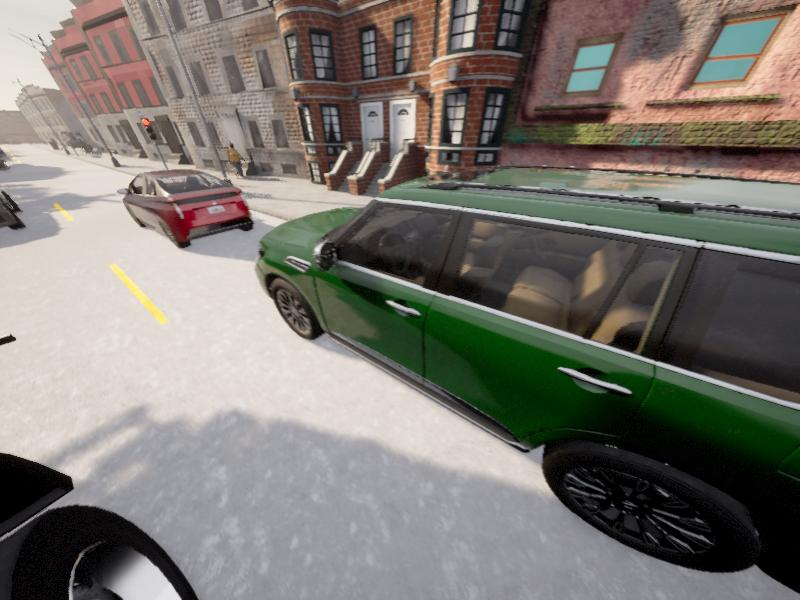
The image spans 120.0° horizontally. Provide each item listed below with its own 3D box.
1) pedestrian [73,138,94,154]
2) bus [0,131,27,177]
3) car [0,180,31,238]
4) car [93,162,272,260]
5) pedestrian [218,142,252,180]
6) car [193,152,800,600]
[{"bbox_3d":[-42.728,-20.830,31.241,0.751,1.860,0.751,16,38,21],"label":"pedestrian"},{"bbox_3d":[-31.633,-11.193,15.831,10.273,4.253,3.944,28,42,34],"label":"bus"},{"bbox_3d":[-12.901,-2.840,6.374,4.611,1.667,2.242,23,41,28],"label":"car"},{"bbox_3d":[-6.019,-2.742,6.420,4.514,1.525,2.007,22,41,28],"label":"car"},{"bbox_3d":[-9.563,-8.080,13.445,0.751,1.860,0.751,16,38,21],"label":"pedestrian"},{"bbox_3d":[0.708,-0.227,2.460,5.566,2.045,2.150,22,41,28],"label":"car"}]
